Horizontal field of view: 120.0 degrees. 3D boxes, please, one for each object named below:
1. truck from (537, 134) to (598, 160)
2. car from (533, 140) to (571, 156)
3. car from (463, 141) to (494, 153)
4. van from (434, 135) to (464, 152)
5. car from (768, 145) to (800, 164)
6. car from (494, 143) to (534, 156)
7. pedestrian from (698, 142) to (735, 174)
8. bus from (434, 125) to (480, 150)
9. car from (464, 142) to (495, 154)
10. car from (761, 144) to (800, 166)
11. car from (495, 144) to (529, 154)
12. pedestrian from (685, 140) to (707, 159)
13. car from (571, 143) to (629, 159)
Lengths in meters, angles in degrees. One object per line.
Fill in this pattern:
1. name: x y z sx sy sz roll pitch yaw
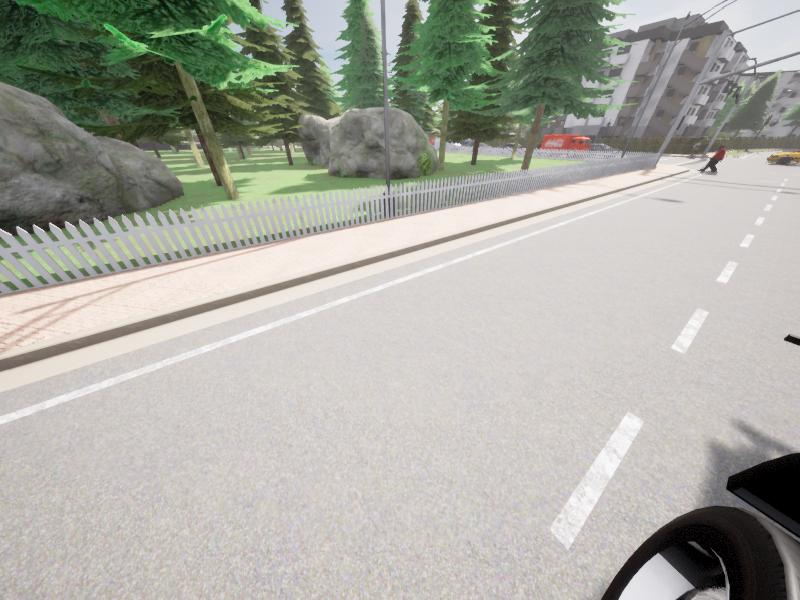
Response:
1. truck: 20.910 -19.421 29.205 2.627 2.467 5.204 -21 40 -26
2. car: 21.877 -22.030 33.406 1.905 1.878 3.866 -21 40 -26
3. car: 14.431 -28.507 42.894 2.152 1.651 5.027 -21 40 -26
4. van: 9.168 -29.828 44.012 1.988 2.561 5.915 -21 40 -26
5. car: 39.428 -13.731 21.878 1.812 1.442 4.674 -21 40 -27
6. car: 16.907 -22.562 34.542 1.837 1.490 4.892 -21 40 -26
7. pedestrian: 22.464 -10.090 16.427 0.751 1.860 0.751 -29 44 -34
8. bus: 12.968 -38.152 54.312 3.944 4.253 10.273 -21 40 -26
9. car: 13.338 -25.718 39.052 1.837 1.490 4.892 -21 40 -26
10. car: 36.643 -12.555 20.108 1.801 1.575 5.366 -21 40 -26
11. car: 18.357 -24.903 38.030 1.895 1.301 4.718 -21 40 -26
12. pedestrian: 35.539 -18.129 27.750 0.751 1.860 0.751 20 40 26
13. car: 25.186 -18.953 29.341 2.128 1.511 4.902 -21 40 -26
